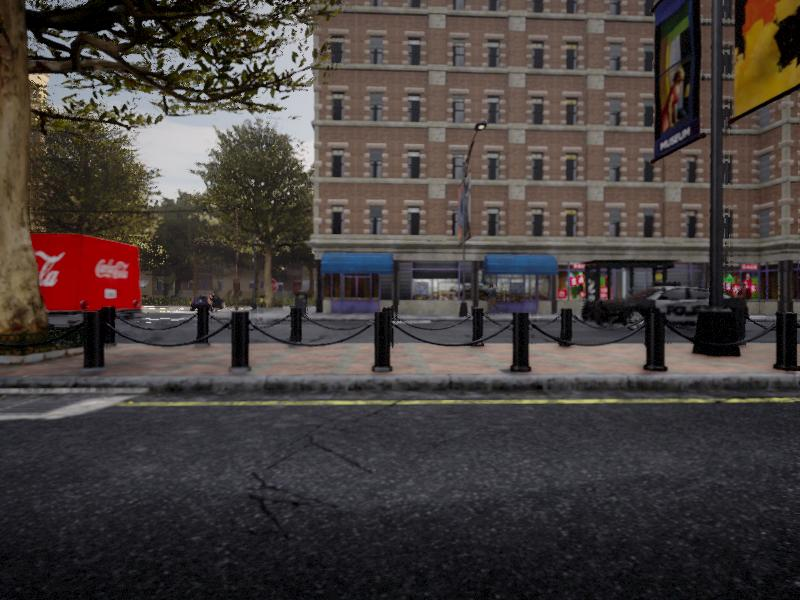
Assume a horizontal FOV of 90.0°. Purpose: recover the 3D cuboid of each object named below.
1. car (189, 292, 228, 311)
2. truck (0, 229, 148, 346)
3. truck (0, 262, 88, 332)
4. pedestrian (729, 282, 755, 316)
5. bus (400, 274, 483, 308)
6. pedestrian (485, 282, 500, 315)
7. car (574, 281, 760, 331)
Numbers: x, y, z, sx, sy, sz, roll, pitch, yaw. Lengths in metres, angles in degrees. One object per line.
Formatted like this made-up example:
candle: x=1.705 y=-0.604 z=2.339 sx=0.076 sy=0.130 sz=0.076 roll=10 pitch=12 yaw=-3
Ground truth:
car: x=-17.518 y=0.131 z=36.727 sx=1.851 sy=1.617 sz=3.988 roll=0 pitch=0 yaw=-3
truck: x=-9.577 y=-0.274 z=9.736 sx=5.204 sy=2.467 sz=2.627 roll=0 pitch=0 yaw=-2
truck: x=-14.319 y=-0.106 z=13.076 sx=6.274 sy=2.098 sz=2.390 roll=0 pitch=0 yaw=-2
pedestrian: x=18.653 y=-0.054 z=21.851 sx=0.751 sy=1.860 sz=0.751 roll=0 pitch=0 yaw=-3
bus: x=5.249 y=-1.113 z=51.993 sx=10.273 sy=4.253 sz=3.944 roll=0 pitch=0 yaw=-2
pedestrian: x=5.353 y=-0.097 z=23.114 sx=0.751 sy=1.860 sz=0.751 roll=0 pitch=0 yaw=20
car: x=9.113 y=0.200 z=13.948 sx=5.238 sy=1.638 sz=1.930 roll=0 pitch=0 yaw=-2
